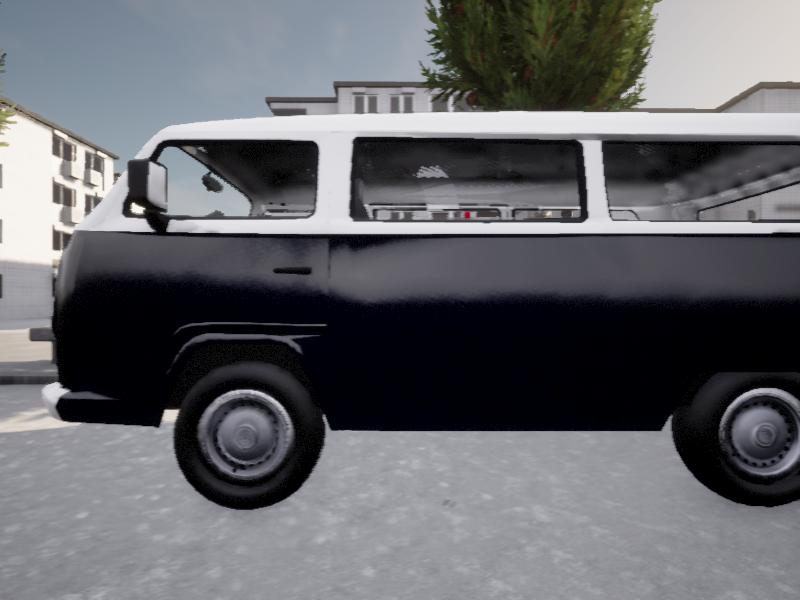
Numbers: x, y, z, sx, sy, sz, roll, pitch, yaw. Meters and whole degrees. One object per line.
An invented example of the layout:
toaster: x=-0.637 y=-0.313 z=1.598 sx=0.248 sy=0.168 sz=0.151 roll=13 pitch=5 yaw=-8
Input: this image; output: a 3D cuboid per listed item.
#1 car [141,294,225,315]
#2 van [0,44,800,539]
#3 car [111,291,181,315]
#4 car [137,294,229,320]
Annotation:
car: x=-14.005 y=0.265 z=26.126 sx=1.853 sy=1.218 sz=4.536 roll=0 pitch=0 yaw=30
van: x=0.440 y=-0.026 z=2.700 sx=4.480 sy=2.038 sz=2.069 roll=0 pitch=0 yaw=0
car: x=-16.778 y=0.180 z=26.500 sx=3.633 sy=1.501 sz=1.845 roll=0 pitch=0 yaw=11
car: x=-13.980 y=0.422 z=26.171 sx=2.038 sy=1.542 sz=4.974 roll=0 pitch=0 yaw=30
